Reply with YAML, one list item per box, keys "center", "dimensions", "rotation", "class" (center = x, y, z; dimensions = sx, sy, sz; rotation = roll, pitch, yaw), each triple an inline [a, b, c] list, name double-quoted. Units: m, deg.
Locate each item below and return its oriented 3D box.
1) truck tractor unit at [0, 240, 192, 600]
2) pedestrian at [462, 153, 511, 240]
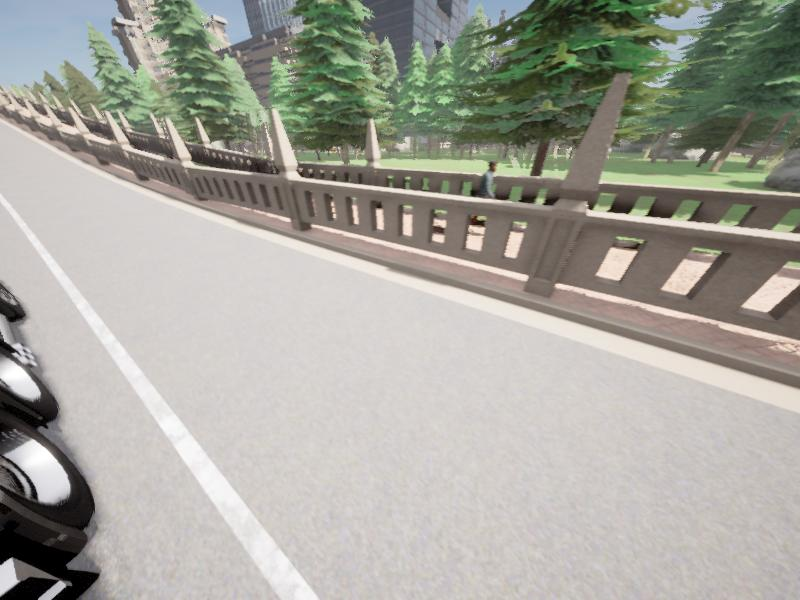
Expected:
- center: [-5.063, -0.348, 0.836]
  dimensions: [6.516, 4.208, 3.053]
  rotation: [20, 39, 26]
  class: "truck tractor unit"
- center: [2.125, -2.568, 5.800]
  dimensions: [0.751, 1.860, 0.751]
  rotation: [11, 36, 16]
  class: "pedestrian"
